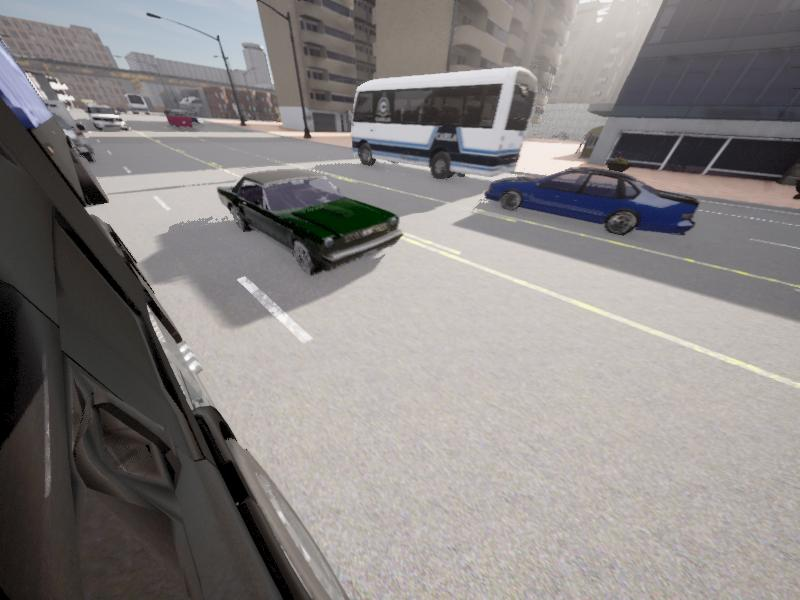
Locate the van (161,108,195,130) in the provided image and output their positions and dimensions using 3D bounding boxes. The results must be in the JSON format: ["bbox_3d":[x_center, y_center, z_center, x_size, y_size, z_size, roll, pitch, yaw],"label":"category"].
[{"bbox_3d":[-29.220,-23.858,30.414,4.442,1.987,1.775,31,45,29],"label":"van"}]

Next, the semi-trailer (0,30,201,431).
[{"bbox_3d":[-8.633,-3.656,4.279,14.254,4.402,2.717,29,44,30],"label":"semi-trailer"}]

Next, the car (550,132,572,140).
[{"bbox_3d":[48.475,-49.448,69.596,4.856,1.649,2.033,31,45,31],"label":"car"}]

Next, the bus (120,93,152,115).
[{"bbox_3d":[-73.537,-54.422,64.359,10.273,4.253,3.944,33,46,33],"label":"bus"}]

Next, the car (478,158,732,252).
[{"bbox_3d":[5.560,-3.306,7.229,5.357,1.411,2.033,29,44,31],"label":"car"}]

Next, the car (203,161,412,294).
[{"bbox_3d":[-2.199,-2.008,5.104,4.718,1.301,1.895,29,44,31],"label":"car"}]

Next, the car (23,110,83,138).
[{"bbox_3d":[-28.330,-14.430,18.936,4.902,1.511,2.128,31,45,29],"label":"car"}]

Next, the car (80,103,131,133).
[{"bbox_3d":[-30.363,-18.777,23.800,5.566,2.045,2.150,31,45,29],"label":"car"}]

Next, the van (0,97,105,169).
[{"bbox_3d":[-17.991,-8.670,11.796,6.366,2.431,2.351,30,45,30],"label":"van"}]

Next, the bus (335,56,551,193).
[{"bbox_3d":[1.400,-9.524,12.873,10.273,4.253,3.944,30,44,31],"label":"bus"}]

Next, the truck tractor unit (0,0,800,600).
[{"bbox_3d":[-2.645,-0.295,0.351,6.516,4.208,3.053,28,44,30],"label":"truck tractor unit"}]
